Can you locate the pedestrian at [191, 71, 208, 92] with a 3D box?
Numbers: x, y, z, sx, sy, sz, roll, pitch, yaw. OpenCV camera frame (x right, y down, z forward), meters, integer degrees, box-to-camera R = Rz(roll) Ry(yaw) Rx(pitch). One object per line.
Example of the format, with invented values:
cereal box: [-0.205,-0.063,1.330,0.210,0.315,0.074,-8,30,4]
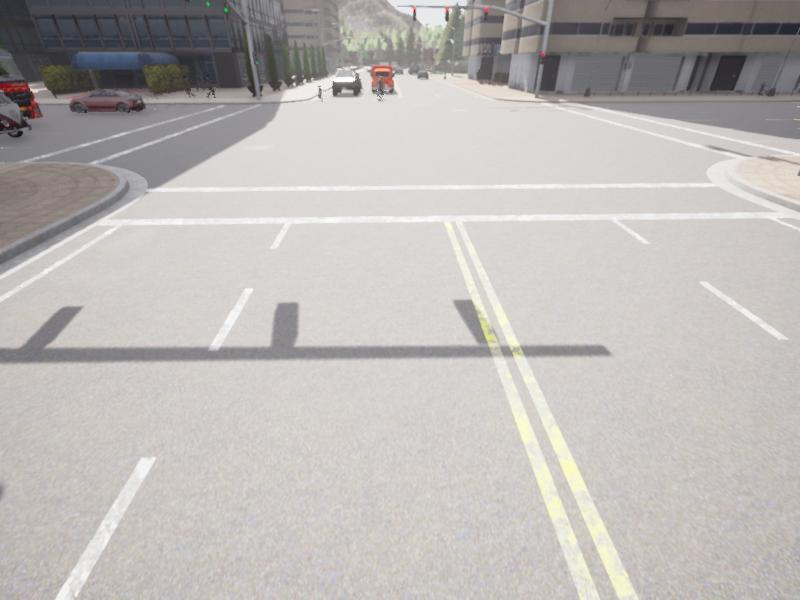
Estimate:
pedestrian: [-19.993,-21.798,39.936,0.751,1.860,0.751,14,34,22]

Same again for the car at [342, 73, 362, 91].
car: [-5.472,-25.419,46.582,1.801,1.575,5.366,-1,31,-1]

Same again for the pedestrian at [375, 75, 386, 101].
pedestrian: [-1.612,-17.823,33.610,0.751,1.860,0.751,7,32,11]

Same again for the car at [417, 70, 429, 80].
car: [4.109,-40.489,71.802,1.812,1.442,4.674,0,31,0]

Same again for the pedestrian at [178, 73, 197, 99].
pedestrian: [-17.655,-17.793,33.277,0.751,1.860,0.751,0,31,1]

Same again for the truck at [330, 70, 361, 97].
truck: [-5.285,-21.610,39.734,2.390,2.098,6.274,-1,31,-1]

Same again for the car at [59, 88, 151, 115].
car: [-18.921,-12.847,25.862,4.181,1.385,1.994,-1,31,-2]

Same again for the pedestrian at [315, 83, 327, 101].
pedestrian: [-6.512,-17.186,33.096,0.751,1.300,0.751,-2,31,-4]

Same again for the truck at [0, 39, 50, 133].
truck: [-22.943,-10.203,19.077,8.468,3.827,2.891,-1,31,-2]

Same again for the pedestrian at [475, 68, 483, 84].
pedestrian: [10.648,-30.394,54.237,0.751,1.860,0.751,-1,31,-1]

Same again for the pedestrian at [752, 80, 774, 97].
pedestrian: [31.527,-18.379,34.758,0.751,1.300,0.751,-1,31,-2]

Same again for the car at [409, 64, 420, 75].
car: [3.368,-52.550,91.308,2.150,2.045,5.566,-1,31,-2]

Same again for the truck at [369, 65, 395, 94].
truck: [-1.864,-23.339,42.250,2.627,2.467,5.204,-1,31,-2]

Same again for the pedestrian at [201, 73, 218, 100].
pedestrian: [-15.471,-17.363,32.560,0.751,1.860,0.751,-8,32,-14]

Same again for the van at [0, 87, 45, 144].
van: [-18.222,-7.717,16.719,4.442,1.987,1.775,-1,31,-2]
